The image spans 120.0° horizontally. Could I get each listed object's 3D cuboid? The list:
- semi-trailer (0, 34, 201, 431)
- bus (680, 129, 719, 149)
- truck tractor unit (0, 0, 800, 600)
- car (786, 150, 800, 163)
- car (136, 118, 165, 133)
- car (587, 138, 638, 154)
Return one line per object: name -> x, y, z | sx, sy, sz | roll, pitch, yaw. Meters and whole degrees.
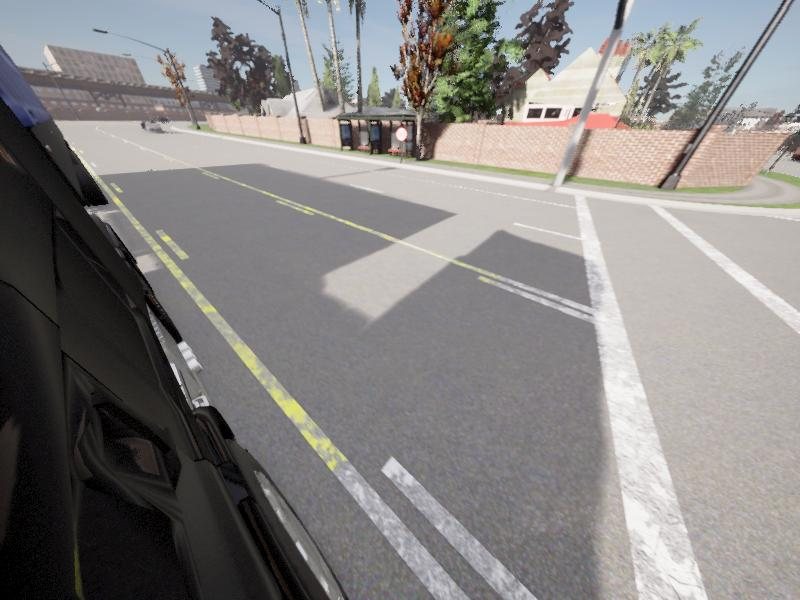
semi-trailer -> -8.658, -3.622, 4.282 | 14.254, 4.402, 2.717 | 29, 44, 30
bus -> 84.713, -45.841, 65.635 | 3.944, 4.253, 10.273 | 26, 43, 29
truck tractor unit -> -2.645, -0.295, 0.351 | 6.516, 4.208, 3.053 | 28, 44, 30
car -> 54.111, -18.867, 30.406 | 1.895, 1.301, 4.718 | 26, 43, 29
car -> -36.089, -25.208, 33.414 | 3.633, 1.501, 1.845 | 28, 44, 29
car -> 30.316, -22.185, 33.115 | 5.027, 1.636, 2.152 | 26, 43, 29
